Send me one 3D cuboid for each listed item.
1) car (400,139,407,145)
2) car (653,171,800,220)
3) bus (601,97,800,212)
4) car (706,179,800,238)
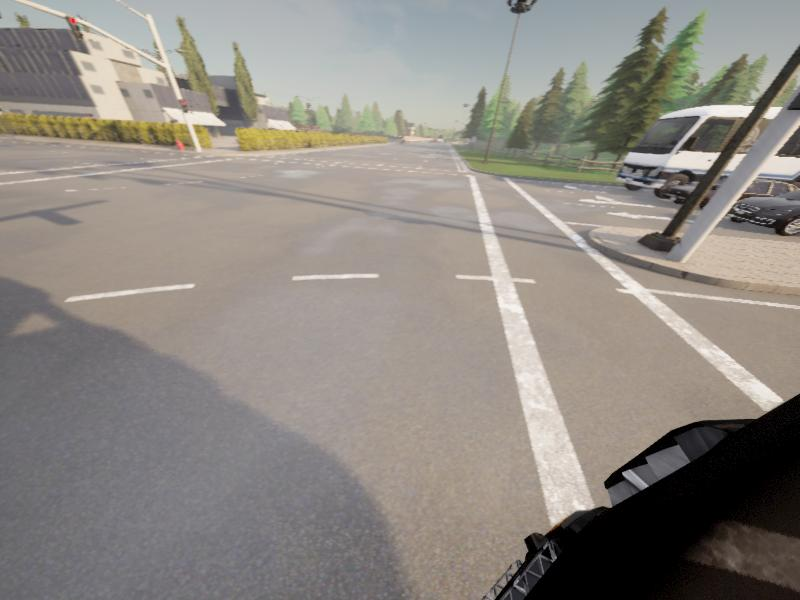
[{"bbox_3d":[1.264,-57.733,84.188,2.128,1.511,4.902,1,35,-4],"label":"car"},{"bbox_3d":[16.168,-4.976,10.947,5.357,1.411,2.033,7,35,5],"label":"car"},{"bbox_3d":[18.791,-7.786,12.672,10.273,4.253,3.944,7,35,5],"label":"bus"},{"bbox_3d":[14.977,-3.125,8.139,4.892,1.490,1.837,7,35,5],"label":"car"}]
